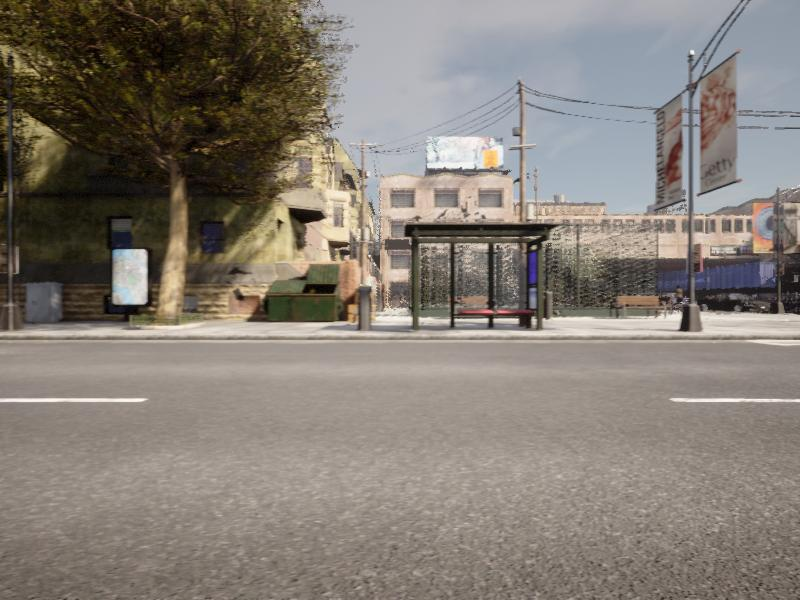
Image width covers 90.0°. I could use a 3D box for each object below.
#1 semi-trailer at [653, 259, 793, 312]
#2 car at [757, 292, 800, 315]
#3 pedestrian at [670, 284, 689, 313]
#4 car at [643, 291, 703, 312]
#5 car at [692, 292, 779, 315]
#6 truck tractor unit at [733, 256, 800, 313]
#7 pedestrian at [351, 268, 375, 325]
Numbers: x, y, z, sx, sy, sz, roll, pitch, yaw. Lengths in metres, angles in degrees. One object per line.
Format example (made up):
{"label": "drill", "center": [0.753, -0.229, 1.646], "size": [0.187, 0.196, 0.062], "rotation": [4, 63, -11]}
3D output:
{"label": "semi-trailer", "center": [31.387, -1.219, 40.427], "size": [2.717, 4.402, 14.254], "rotation": [0, 0, 1]}
{"label": "car", "center": [27.066, 0.251, 26.740], "size": [2.163, 1.488, 4.792], "rotation": [0, 0, 1]}
{"label": "pedestrian", "center": [18.487, -0.115, 26.480], "size": [0.751, 1.860, 0.751], "rotation": [0, 0, -7]}
{"label": "car", "center": [24.105, 0.097, 35.578], "size": [2.185, 1.767, 4.553], "rotation": [0, 0, 0]}
{"label": "car", "center": [24.186, 0.223, 29.152], "size": [2.097, 1.535, 5.008], "rotation": [0, 0, 0]}
{"label": "truck tractor unit", "center": [31.310, -1.127, 32.518], "size": [3.053, 4.208, 6.516], "rotation": [0, -1, 1]}
{"label": "pedestrian", "center": [-1.230, -0.115, 13.403], "size": [0.751, 1.860, 0.751], "rotation": [0, 0, 1]}
